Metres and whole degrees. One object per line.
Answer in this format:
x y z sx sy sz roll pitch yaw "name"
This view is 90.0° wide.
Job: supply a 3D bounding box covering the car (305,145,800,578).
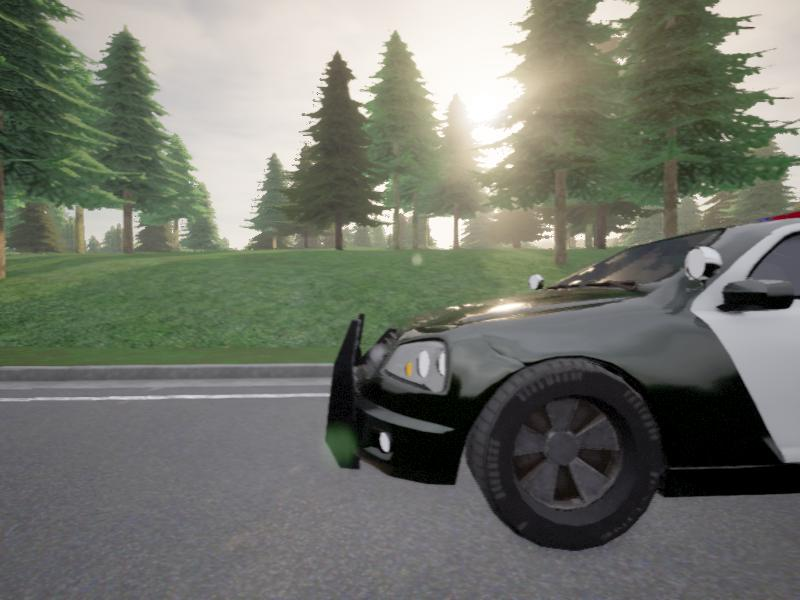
2.086 0.226 2.588 4.974 1.542 2.038 0 0 -3 "car"
